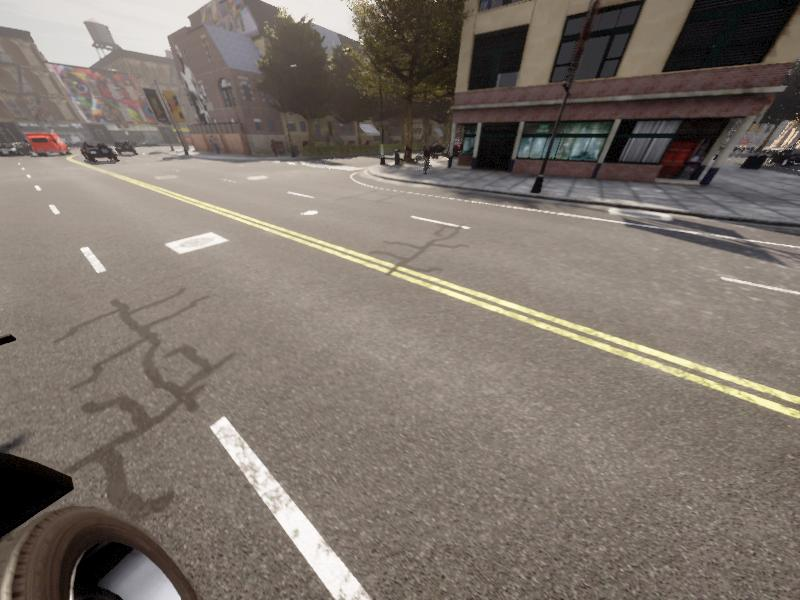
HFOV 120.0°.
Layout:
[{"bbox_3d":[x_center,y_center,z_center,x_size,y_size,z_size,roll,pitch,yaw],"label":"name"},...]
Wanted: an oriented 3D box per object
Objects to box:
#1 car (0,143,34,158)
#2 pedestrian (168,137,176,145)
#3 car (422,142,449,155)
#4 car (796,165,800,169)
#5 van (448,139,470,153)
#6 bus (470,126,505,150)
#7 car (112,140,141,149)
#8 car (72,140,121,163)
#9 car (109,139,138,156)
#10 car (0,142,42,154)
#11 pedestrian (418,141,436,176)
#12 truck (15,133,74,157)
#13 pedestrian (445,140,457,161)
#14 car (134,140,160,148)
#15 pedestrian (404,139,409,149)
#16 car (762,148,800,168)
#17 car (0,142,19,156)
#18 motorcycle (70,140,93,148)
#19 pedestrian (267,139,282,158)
[{"bbox_3d":[-49.624,-19.127,29.447,1.970,1.475,3.806,-25,42,-31],"label":"car"},{"bbox_3d":[-65.339,-45.555,66.102,0.751,1.860,0.751,20,40,25],"label":"pedestrian"},{"bbox_3d":[5.770,-24.452,37.220,1.930,1.638,5.238,22,41,28],"label":"car"},{"bbox_3d":[36.526,-11.466,19.138,2.007,1.525,4.514,22,41,28],"label":"car"},{"bbox_3d":[11.059,-28.975,43.327,2.069,2.038,4.480,22,40,28],"label":"van"},{"bbox_3d":[20.696,-37.939,54.195,3.944,4.253,10.273,22,40,28],"label":"bus"},{"bbox_3d":[-59.051,-33.717,50.017,2.007,1.525,4.514,-11,37,-15],"label":"car"},{"bbox_3d":[-31.479,-15.478,23.989,4.605,1.855,1.932,23,41,28],"label":"car"},{"bbox_3d":[-39.350,-21.865,32.989,1.932,1.855,4.605,-29,45,-34],"label":"car"},{"bbox_3d":[-58.167,-23.177,35.199,1.895,1.301,4.718,-15,38,-21],"label":"car"},{"bbox_3d":[1.763,-9.242,15.113,0.751,1.860,0.751,26,43,32],"label":"pedestrian"},{"bbox_3d":[-46.161,-20.327,30.237,2.627,2.467,5.204,-27,44,-33],"label":"truck"},{"bbox_3d":[5.572,-16.287,25.138,0.751,1.860,0.751,24,42,30],"label":"pedestrian"},{"bbox_3d":[-61.390,-37.964,56.077,1.970,1.475,3.806,0,35,0],"label":"car"},{"bbox_3d":[1.307,-32.845,48.596,0.751,1.860,0.751,21,40,27],"label":"pedestrian"},{"bbox_3d":[40.248,-14.539,23.555,1.837,1.490,4.892,22,40,27],"label":"car"},{"bbox_3d":[-55.075,-20.447,31.220,2.002,1.452,4.674,-22,41,-28],"label":"car"},{"bbox_3d":[-66.079,-32.374,47.971,0.764,1.277,2.356,30,45,35],"label":"motorcycle"},{"bbox_3d":[-14.778,-17.836,27.175,0.751,1.860,0.751,7,36,9],"label":"pedestrian"}]
